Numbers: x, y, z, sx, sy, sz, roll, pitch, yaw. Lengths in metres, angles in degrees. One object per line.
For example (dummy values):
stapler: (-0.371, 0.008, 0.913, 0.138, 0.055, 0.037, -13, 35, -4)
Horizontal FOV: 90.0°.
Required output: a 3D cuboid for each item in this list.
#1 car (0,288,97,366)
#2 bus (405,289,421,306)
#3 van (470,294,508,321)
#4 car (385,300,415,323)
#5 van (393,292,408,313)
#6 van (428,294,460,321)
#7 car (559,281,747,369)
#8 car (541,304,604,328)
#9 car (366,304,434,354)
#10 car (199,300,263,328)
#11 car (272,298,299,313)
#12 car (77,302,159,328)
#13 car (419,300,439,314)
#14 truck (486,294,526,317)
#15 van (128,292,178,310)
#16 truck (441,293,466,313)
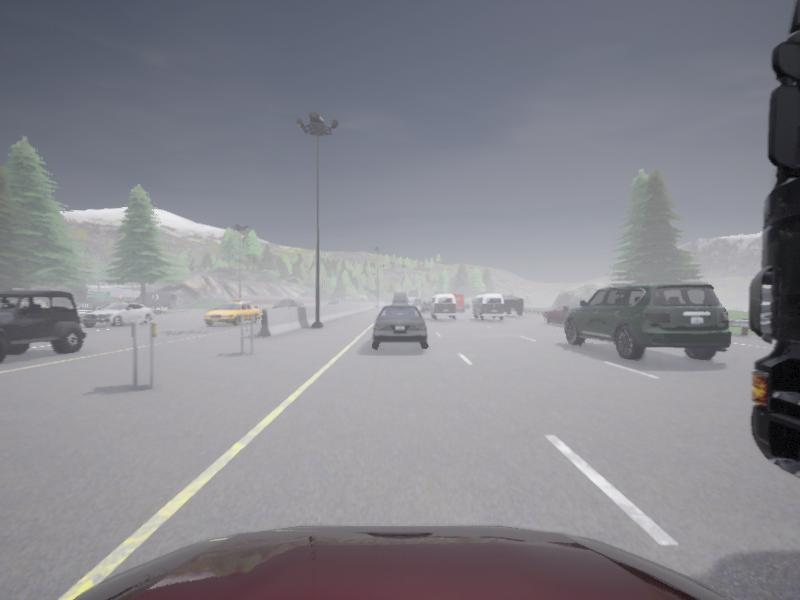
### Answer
car: (-10.499, 0.643, 10.676, 1.905, 1.878, 3.866, 0, 0, 0)
bus: (3.381, -0.570, 107.206, 3.944, 4.253, 10.273, 0, 0, 0)
van: (7.001, 0.562, 31.872, 2.069, 2.038, 4.480, 0, 0, 0)
car: (0.001, 0.814, 29.346, 2.038, 1.542, 4.974, 0, 0, 0)
van: (0.034, 0.307, 53.348, 1.988, 2.561, 5.915, 0, 0, 0)
van: (3.509, 0.560, 32.776, 2.069, 2.038, 4.480, 0, 0, 0)
car: (7.002, 0.566, 12.110, 2.150, 2.045, 5.566, 0, 0, 0)
car: (10.502, 0.936, 24.779, 1.895, 1.301, 4.718, 0, 0, 0)
car: (0.002, 0.890, 14.508, 2.033, 1.411, 5.357, 0, 0, 0)
car: (-10.499, 0.793, 25.379, 1.801, 1.575, 5.366, 0, 0, 0)
car: (-13.998, 0.679, 49.238, 2.097, 1.767, 4.553, 0, 0, 0)
car: (-17.505, 0.862, 25.145, 1.812, 1.442, 4.674, 0, 0, 0)
car: (3.501, 0.823, 49.219, 2.128, 1.511, 4.902, 0, 0, 0)
truck: (10.502, 0.530, 40.365, 2.390, 2.098, 6.274, 0, 0, 0)
van: (-34.823, 0.112, 56.460, 5.915, 2.561, 1.988, 0, 0, 0)
truck: (7.002, 0.348, 52.814, 2.627, 2.467, 5.204, 0, 0, 0)
